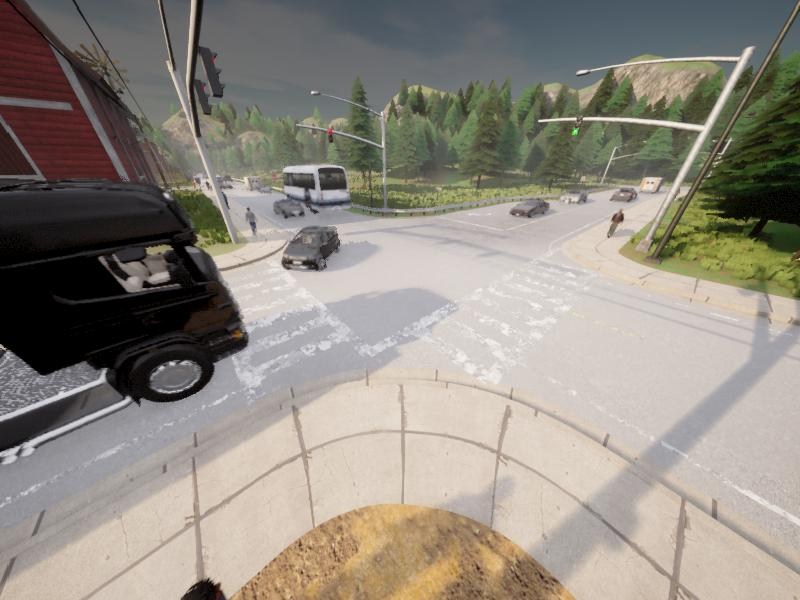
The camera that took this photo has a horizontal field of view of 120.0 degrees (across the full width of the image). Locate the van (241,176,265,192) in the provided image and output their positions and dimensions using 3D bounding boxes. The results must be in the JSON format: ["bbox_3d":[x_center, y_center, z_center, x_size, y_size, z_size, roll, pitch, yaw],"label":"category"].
[{"bbox_3d":[-29.699,-23.440,46.519,2.351,2.431,6.366,-22,37,-33],"label":"van"}]

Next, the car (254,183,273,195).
[{"bbox_3d":[-24.428,-19.857,41.212,1.845,1.501,3.633,-22,37,-33],"label":"car"}]

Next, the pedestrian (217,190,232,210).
[{"bbox_3d":[-18.843,-10.790,24.824,0.751,1.860,0.751,-23,37,-34],"label":"pedestrian"}]

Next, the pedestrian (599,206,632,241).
[{"bbox_3d":[13.315,-4.747,14.303,0.751,1.860,0.751,-20,35,-30],"label":"pedestrian"}]

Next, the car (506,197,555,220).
[{"bbox_3d":[12.880,-9.094,22.653,5.357,1.411,2.033,-23,37,-34],"label":"car"}]

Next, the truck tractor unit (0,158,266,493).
[{"bbox_3d":[-6.611,0.325,3.504,6.516,4.208,3.053,-24,37,-34],"label":"truck tractor unit"}]

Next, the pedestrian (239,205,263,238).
[{"bbox_3d":[-9.563,-5.049,14.881,0.751,1.860,0.751,-15,33,-24],"label":"pedestrian"}]

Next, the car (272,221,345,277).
[{"bbox_3d":[-4.210,-2.676,11.380,1.789,1.549,3.705,4,30,3],"label":"car"}]

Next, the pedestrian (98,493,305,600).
[{"bbox_3d":[-1.250,2.514,1.735,0.751,1.860,0.751,21,36,32],"label":"pedestrian"}]

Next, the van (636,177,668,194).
[{"bbox_3d":[45.955,-20.905,42.075,6.366,2.431,2.351,-21,36,-32],"label":"van"}]

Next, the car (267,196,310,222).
[{"bbox_3d":[-10.731,-8.797,22.072,2.128,1.511,4.902,-22,37,-33],"label":"car"}]

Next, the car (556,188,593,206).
[{"bbox_3d":[22.331,-13.240,29.556,4.611,1.667,2.242,-23,37,-34],"label":"car"}]

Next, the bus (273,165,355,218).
[{"bbox_3d":[-9.475,-11.983,24.849,3.944,4.253,10.273,-23,37,-35],"label":"bus"}]

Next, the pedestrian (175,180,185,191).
[{"bbox_3d":[-41.983,-21.861,43.999,0.751,1.860,0.751,-21,36,-32],"label":"pedestrian"}]

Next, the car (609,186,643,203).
[{"bbox_3d":[31.555,-14.815,32.287,4.611,1.667,2.242,-23,37,-33],"label":"car"}]
